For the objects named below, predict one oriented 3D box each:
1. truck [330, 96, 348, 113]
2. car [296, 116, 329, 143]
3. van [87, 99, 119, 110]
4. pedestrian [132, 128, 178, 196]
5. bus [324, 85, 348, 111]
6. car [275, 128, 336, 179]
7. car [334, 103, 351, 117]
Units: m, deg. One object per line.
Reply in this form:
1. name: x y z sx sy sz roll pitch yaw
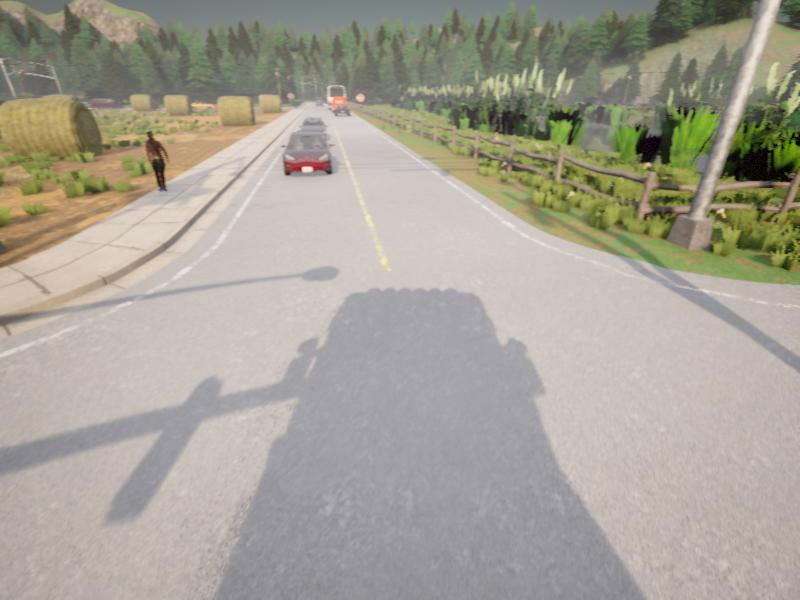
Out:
1. truck: -10.404 -33.308 68.221 2.627 2.467 5.204 -4 28 -9
2. car: -6.264 -12.450 29.055 2.033 1.411 5.357 -5 28 -9
3. van: -59.317 -39.156 80.009 4.442 1.987 1.775 -6 28 -11
4. pedestrian: -7.463 -4.238 12.271 0.751 1.860 0.751 -12 30 -21
5. bus: -12.669 -39.779 78.788 3.944 4.253 10.273 -4 28 -9
6. car: -4.013 -6.531 17.514 2.163 1.488 4.792 -4 28 -9
7. car: -8.463 -27.782 58.464 2.152 1.651 5.027 -5 28 -9
